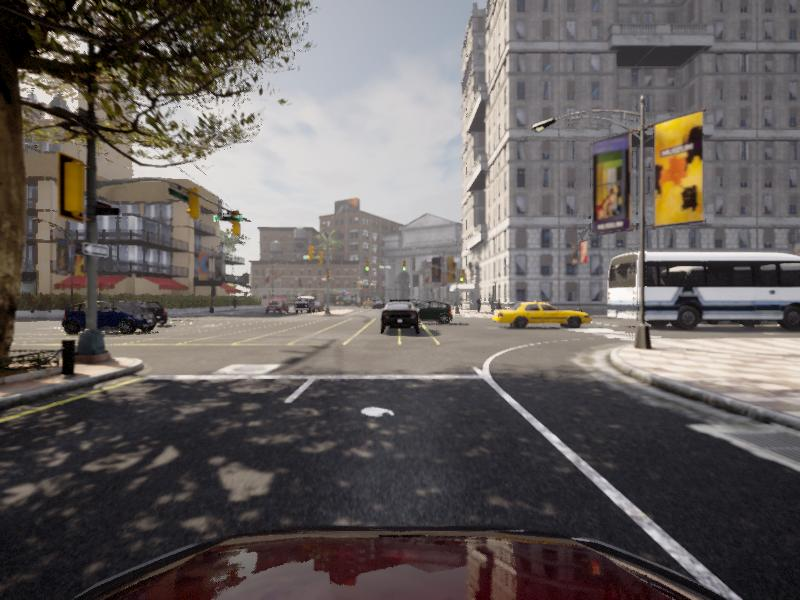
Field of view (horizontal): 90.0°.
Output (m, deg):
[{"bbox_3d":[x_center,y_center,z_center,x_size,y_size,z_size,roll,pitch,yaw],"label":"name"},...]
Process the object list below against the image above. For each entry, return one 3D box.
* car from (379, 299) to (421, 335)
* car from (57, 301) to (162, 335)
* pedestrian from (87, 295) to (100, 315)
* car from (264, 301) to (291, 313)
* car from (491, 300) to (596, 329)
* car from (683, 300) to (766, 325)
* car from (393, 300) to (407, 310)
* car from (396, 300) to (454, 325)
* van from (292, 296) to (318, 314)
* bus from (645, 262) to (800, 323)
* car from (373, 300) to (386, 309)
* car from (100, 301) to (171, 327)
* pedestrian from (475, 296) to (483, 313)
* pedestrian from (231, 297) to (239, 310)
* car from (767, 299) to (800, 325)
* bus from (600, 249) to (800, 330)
[{"bbox_3d":[-0.004,0.766,20.865,1.930,1.638,5.238,0,0,0],"label":"car"},{"bbox_3d":[-13.792,0.811,19.136,3.705,1.549,1.789,0,0,0],"label":"car"},{"bbox_3d":[-29.878,0.476,39.029,0.751,1.860,0.751,0,0,-3],"label":"pedestrian"},{"bbox_3d":[-15.009,0.858,49.290,1.812,1.442,4.674,0,0,0],"label":"car"},{"bbox_3d":[8.062,0.797,22.886,5.366,1.575,1.801,0,0,3],"label":"car"},{"bbox_3d":[21.264,0.782,26.340,3.988,1.617,1.851,0,0,0],"label":"car"},{"bbox_3d":[0.022,0.765,66.713,2.152,1.651,5.027,0,0,1],"label":"car"},{"bbox_3d":[1.583,0.810,26.225,3.705,1.549,1.789,0,0,0],"label":"car"},{"bbox_3d":[-11.504,0.560,48.677,2.069,2.038,4.480,0,0,0],"label":"van"},{"bbox_3d":[24.547,-0.541,29.730,10.273,4.253,3.944,0,0,0],"label":"bus"},{"bbox_3d":[-3.527,0.800,69.533,2.038,1.542,4.974,0,0,-1],"label":"car"},{"bbox_3d":[-16.403,0.822,24.865,3.633,1.501,1.845,0,0,19],"label":"car"},{"bbox_3d":[8.851,0.475,44.963,0.751,1.860,0.751,0,0,-5],"label":"pedestrian"},{"bbox_3d":[-22.240,0.472,53.921,0.751,1.860,0.751,0,0,0],"label":"pedestrian"},{"bbox_3d":[27.515,0.750,26.368,4.611,1.667,2.242,0,0,0],"label":"car"},{"bbox_3d":[17.569,-0.540,22.939,10.273,4.253,3.944,0,0,0],"label":"bus"}]
